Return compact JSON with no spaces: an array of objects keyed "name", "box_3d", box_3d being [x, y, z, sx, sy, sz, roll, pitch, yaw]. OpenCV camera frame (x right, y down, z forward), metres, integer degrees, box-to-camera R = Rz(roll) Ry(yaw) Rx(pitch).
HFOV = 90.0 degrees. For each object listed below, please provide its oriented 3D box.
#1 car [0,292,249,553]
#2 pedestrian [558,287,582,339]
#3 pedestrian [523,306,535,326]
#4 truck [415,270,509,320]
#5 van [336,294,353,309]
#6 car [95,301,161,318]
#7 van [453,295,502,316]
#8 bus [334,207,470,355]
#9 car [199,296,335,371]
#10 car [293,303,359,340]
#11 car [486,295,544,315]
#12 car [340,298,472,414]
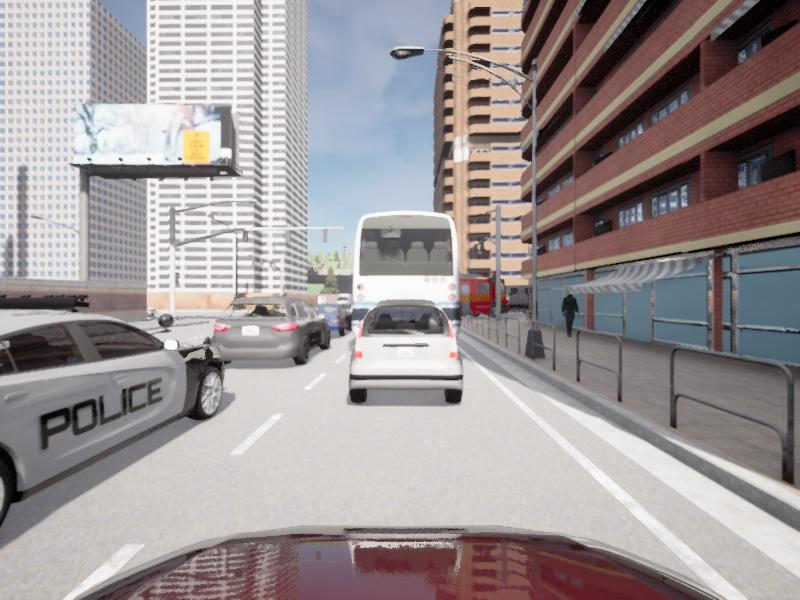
[{"name":"car","box_3d":[-3.449,0.767,3.848,1.930,1.638,5.238,0,0,1]},{"name":"pedestrian","box_3d":[6.257,0.469,14.772,0.751,1.860,0.751,0,0,19]},{"name":"pedestrian","box_3d":[7.056,0.858,21.904,0.500,1.100,0.500,0,0,4]},{"name":"truck","box_3d":[5.466,-0.358,34.218,8.468,3.827,2.891,0,0,-37]},{"name":"van","box_3d":[-9.479,0.226,68.573,1.988,2.561,5.915,0,0,1]},{"name":"car","box_3d":[-24.293,0.831,35.814,4.674,1.442,1.812,0,0,1]},{"name":"van","box_3d":[7.465,0.556,38.749,4.442,1.987,1.775,0,0,1]},{"name":"bus","box_3d":[0.127,-0.552,16.700,3.944,4.253,10.273,0,0,1]},{"name":"car","box_3d":[-3.335,0.744,11.228,2.242,1.667,4.611,0,0,1]},{"name":"car","box_3d":[-3.223,0.874,18.607,2.033,1.411,5.357,0,0,1]},{"name":"car","box_3d":[12.018,0.522,42.060,5.566,2.045,2.150,0,0,1]},{"name":"car","box_3d":[0.113,0.780,7.610,1.851,1.617,3.988,0,0,1]}]
